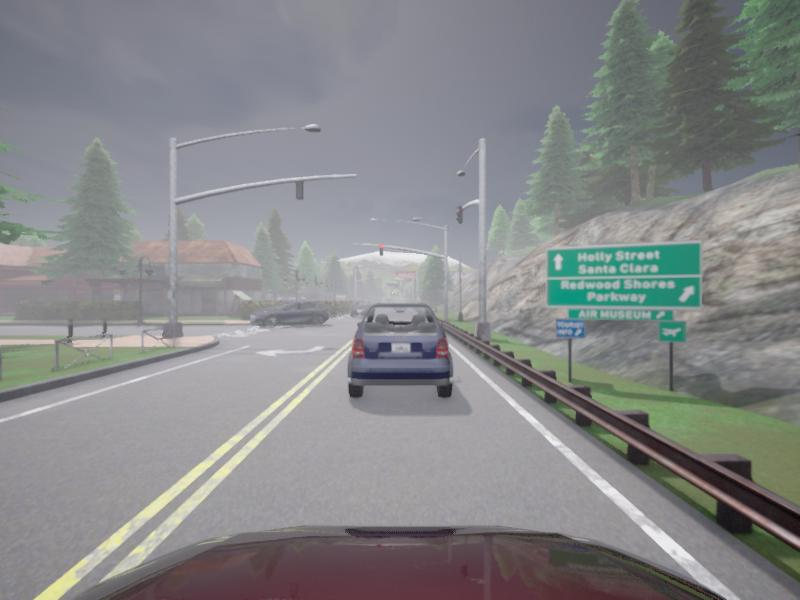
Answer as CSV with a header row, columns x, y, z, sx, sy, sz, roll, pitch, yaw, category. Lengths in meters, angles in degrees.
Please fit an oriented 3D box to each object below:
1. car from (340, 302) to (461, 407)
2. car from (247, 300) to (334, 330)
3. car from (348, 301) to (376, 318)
x,y,z,sx,sy,sz,roll,pitch,yaw,category
0.004,0.818,7.789,1.789,1.549,3.705,0,0,0,car
-6.841,0.877,25.241,4.856,1.649,2.033,0,2,-36,car
-3.480,0.853,37.651,2.128,1.511,4.902,0,0,0,car
